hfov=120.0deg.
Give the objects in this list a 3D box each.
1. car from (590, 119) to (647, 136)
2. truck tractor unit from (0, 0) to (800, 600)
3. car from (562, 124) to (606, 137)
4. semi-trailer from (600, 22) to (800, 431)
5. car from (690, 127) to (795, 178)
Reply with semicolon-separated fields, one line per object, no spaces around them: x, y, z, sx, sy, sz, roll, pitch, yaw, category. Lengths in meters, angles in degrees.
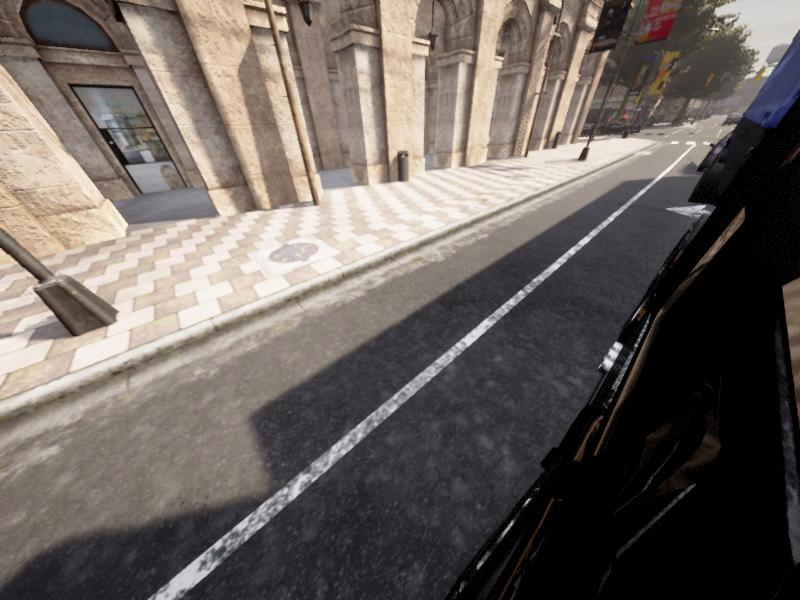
30.258;-23.985;32.174;1.930;1.638;5.238;-29;44;-31;car
2.645;-0.295;0.351;6.516;4.208;3.053;-28;44;-30;truck tractor unit
25.633;-23.700;32.326;1.994;1.385;4.181;-29;44;-31;car
8.597;-3.682;4.310;14.254;4.402;2.717;-29;44;-31;semi-trailer
14.786;-6.553;10.138;3.633;1.501;1.845;-29;44;-31;car
